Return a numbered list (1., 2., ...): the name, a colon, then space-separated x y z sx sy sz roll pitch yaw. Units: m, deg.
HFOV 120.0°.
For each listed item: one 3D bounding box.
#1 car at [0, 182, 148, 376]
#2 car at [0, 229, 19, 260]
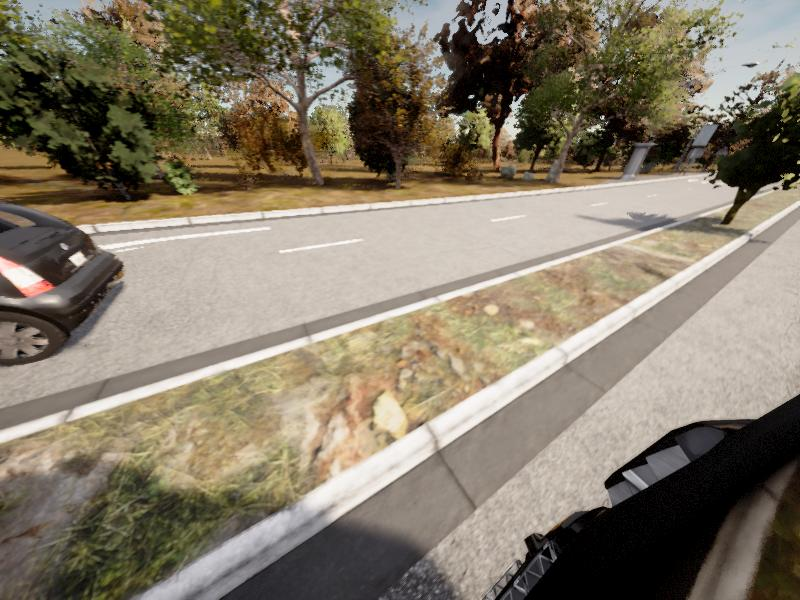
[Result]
1. car: -5.733 -0.025 2.149 3.988 1.617 1.851 -16 38 -26
2. car: -9.455 -0.837 3.176 3.705 1.549 1.789 -16 38 -26
